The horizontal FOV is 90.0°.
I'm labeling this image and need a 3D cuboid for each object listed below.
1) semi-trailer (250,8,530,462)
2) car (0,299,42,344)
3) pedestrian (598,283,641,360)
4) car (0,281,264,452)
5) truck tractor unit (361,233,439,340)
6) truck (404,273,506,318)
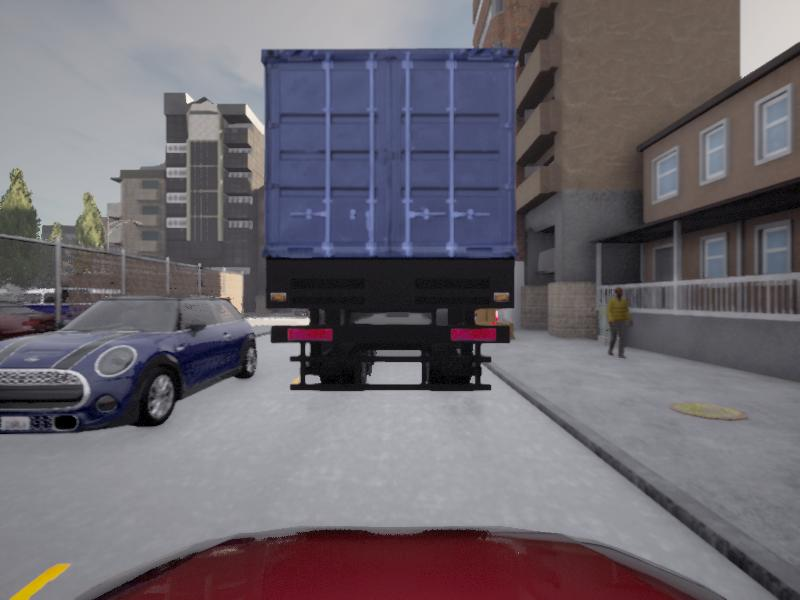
[{"bbox_3d":[-0.047,-0.632,11.015,2.717,4.402,14.254,0,0,0],"label":"semi-trailer"},{"bbox_3d":[-14.598,0.729,13.445,1.789,1.547,3.705,0,0,0],"label":"car"},{"bbox_3d":[5.513,0.520,10.102,0.751,1.860,0.751,0,0,9],"label":"pedestrian"},{"bbox_3d":[-4.000,0.686,6.405,2.097,1.767,4.553,0,0,0],"label":"car"},{"bbox_3d":[0.001,-0.547,18.928,3.053,4.208,6.516,0,0,0],"label":"truck tractor unit"},{"bbox_3d":[4.698,-0.365,35.326,8.468,3.827,2.891,0,0,-4],"label":"truck"}]
